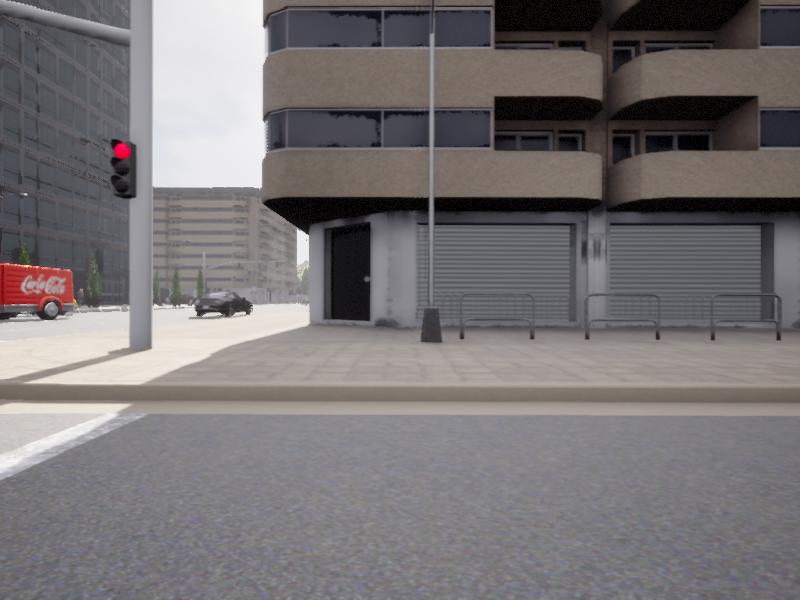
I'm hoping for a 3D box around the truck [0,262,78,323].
[{"bbox_3d":[-17.425,-0.304,17.402,2.627,2.467,5.204,0,0,0],"label":"truck"}]

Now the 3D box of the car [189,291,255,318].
[{"bbox_3d":[-10.376,0.234,23.734,1.812,1.442,4.674,0,0,0],"label":"car"}]

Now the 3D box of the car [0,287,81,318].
[{"bbox_3d":[-20.844,0.129,22.324,1.801,1.575,5.366,0,0,1],"label":"car"}]
